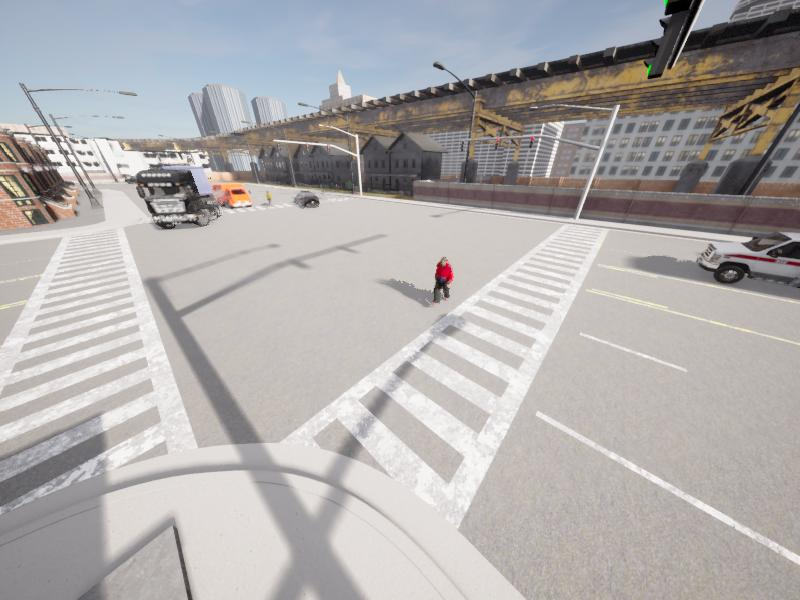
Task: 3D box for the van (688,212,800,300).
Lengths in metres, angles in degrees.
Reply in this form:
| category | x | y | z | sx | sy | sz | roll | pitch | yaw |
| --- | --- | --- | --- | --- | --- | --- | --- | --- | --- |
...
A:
| category | x | y | z | sx | sy | sz | roll | pitch | yaw |
| --- | --- | --- | --- | --- | --- | --- | --- | --- | --- |
| van | 15.664 | -1.276 | 8.085 | 6.366 | 2.431 | 2.351 | 24 | 38 | 35 |

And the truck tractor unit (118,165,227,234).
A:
| category | x | y | z | sx | sy | sz | roll | pitch | yaw |
| --- | --- | --- | --- | --- | --- | --- | --- | --- | --- |
| truck tractor unit | -17.226 | -8.322 | 18.495 | 3.053 | 4.208 | 6.516 | -11 | 32 | -18 |

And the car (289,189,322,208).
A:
| category | x | y | z | sx | sy | sz | roll | pitch | yaw |
| --- | --- | --- | --- | --- | --- | --- | --- | --- | --- |
| car | -11.700 | -12.570 | 28.432 | 1.930 | 1.638 | 5.238 | -21 | 36 | -32 |

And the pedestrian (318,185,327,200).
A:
| category | x | y | z | sx | sy | sz | roll | pitch | yaw |
| --- | --- | --- | --- | --- | --- | --- | --- | --- | --- |
| pedestrian | -11.194 | -15.641 | 33.485 | 0.751 | 1.860 | 0.751 | -20 | 35 | -30 |

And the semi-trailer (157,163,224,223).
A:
| category | x | y | z | sx | sy | sz | roll | pitch | yaw |
| --- | --- | --- | --- | --- | --- | --- | --- | --- | --- |
| semi-trailer | -21.985 | -11.511 | 23.812 | 2.717 | 4.402 | 14.254 | -25 | 38 | -36 |

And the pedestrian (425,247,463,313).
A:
| category | x | y | z | sx | sy | sz | roll | pitch | yaw |
| --- | --- | --- | --- | --- | --- | --- | --- | --- | --- |
| pedestrian | 1.403 | -0.654 | 7.526 | 0.751 | 1.860 | 0.751 | 22 | 37 | 34 |

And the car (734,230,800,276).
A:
| category | x | y | z | sx | sy | sz | roll | pitch | yaw |
| --- | --- | --- | --- | --- | --- | --- | --- | --- | --- |
| car | 19.105 | -1.643 | 9.755 | 5.357 | 1.411 | 2.033 | 24 | 38 | 35 |

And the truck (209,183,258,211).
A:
| category | x | y | z | sx | sy | sz | roll | pitch | yaw |
| --- | --- | --- | --- | --- | --- | --- | --- | --- | --- |
| truck | -19.286 | -12.056 | 26.734 | 5.204 | 2.467 | 2.627 | 23 | 37 | 35 |

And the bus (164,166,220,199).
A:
| category | x | y | z | sx | sy | sz | roll | pitch | yaw |
| --- | --- | --- | --- | --- | --- | --- | --- | --- | --- |
| bus | -34.185 | -19.490 | 37.809 | 10.273 | 4.253 | 3.944 | 24 | 38 | 35 |

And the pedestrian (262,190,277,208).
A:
| category | x | y | z | sx | sy | sz | roll | pitch | yaw |
| --- | --- | --- | --- | --- | --- | --- | --- | --- | --- |
| pedestrian | -14.955 | -11.613 | 26.507 | 0.751 | 1.860 | 0.751 | 7 | 31 | 12 |
